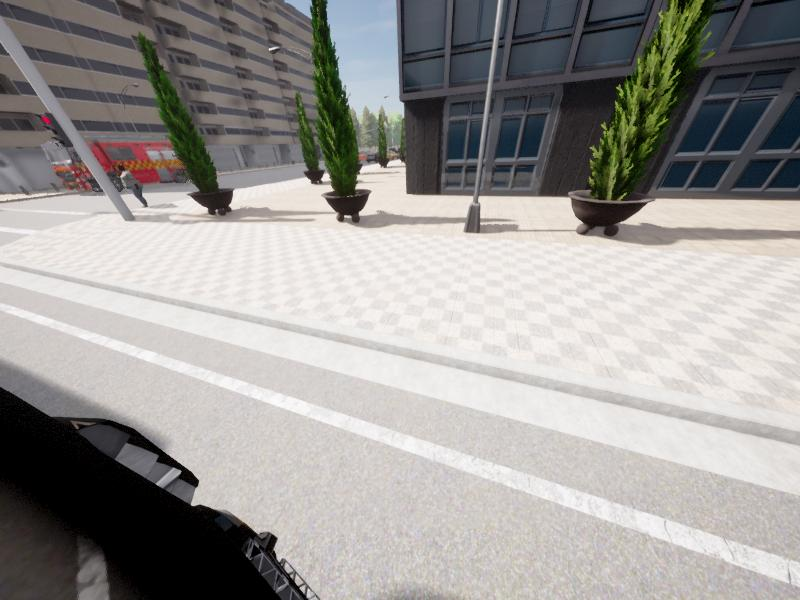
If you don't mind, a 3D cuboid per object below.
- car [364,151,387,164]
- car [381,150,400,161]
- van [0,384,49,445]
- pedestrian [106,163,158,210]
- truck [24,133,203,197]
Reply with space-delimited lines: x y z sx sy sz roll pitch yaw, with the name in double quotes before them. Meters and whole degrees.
"car" -4.033 -24.205 39.164 2.007 1.525 4.514 9 35 17
"car" -1.710 -28.032 44.688 1.801 1.575 5.366 9 35 17
"van" -6.109 0.534 1.816 4.442 1.987 1.775 9 35 17
"pedestrian" -12.472 -5.317 10.800 0.751 1.860 0.751 22 41 32
"truck" -23.090 -11.758 19.848 2.891 3.827 8.468 9 35 17
